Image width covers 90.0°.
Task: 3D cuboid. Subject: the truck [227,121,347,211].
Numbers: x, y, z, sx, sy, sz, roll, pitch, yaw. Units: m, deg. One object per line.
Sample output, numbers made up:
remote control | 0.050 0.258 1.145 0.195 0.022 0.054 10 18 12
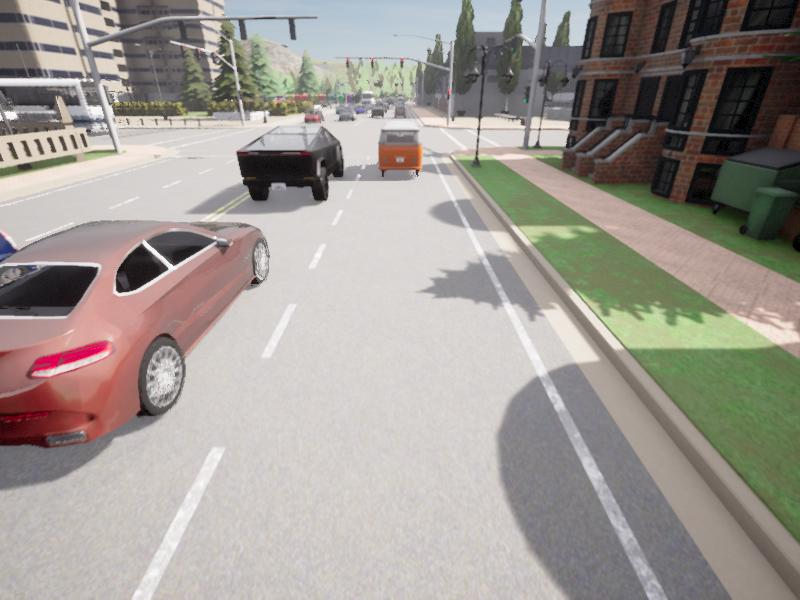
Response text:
truck | -3.491 -4.986 14.116 2.390 2.098 6.274 0 27 0

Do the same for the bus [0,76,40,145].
bus | -32.571 -13.159 27.722 10.273 4.253 3.944 0 27 -1

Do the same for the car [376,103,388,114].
car | -3.440 -36.722 76.699 2.033 1.649 4.856 0 27 0

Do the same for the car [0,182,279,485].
car | -3.498 -0.253 5.381 2.152 1.651 5.027 0 27 0

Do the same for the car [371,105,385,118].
car | -3.451 -29.785 63.136 1.930 1.638 5.238 0 27 0

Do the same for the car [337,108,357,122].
car | -6.959 -24.682 53.270 2.038 1.542 4.974 0 27 0

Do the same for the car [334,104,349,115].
car | -10.444 -34.140 71.705 2.038 1.542 4.974 0 27 0

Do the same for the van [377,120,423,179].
van | 0.012 -6.829 17.846 1.775 1.987 4.442 0 27 0

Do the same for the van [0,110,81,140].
van | -28.148 -13.692 31.251 4.442 1.987 1.775 0 27 -1

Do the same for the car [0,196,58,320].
car | -7.000 -0.035 4.970 1.851 1.617 3.988 0 27 0

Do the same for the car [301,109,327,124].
car | -10.502 -22.619 49.236 2.007 1.525 4.514 1 27 1

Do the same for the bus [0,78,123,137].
bus | -30.403 -16.260 33.791 10.273 4.253 3.944 0 27 0

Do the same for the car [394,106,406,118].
car | 0.048 -29.078 61.842 1.789 1.549 3.705 0 27 0

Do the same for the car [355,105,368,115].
car | -6.943 -34.421 72.408 2.007 1.525 4.514 0 27 0
